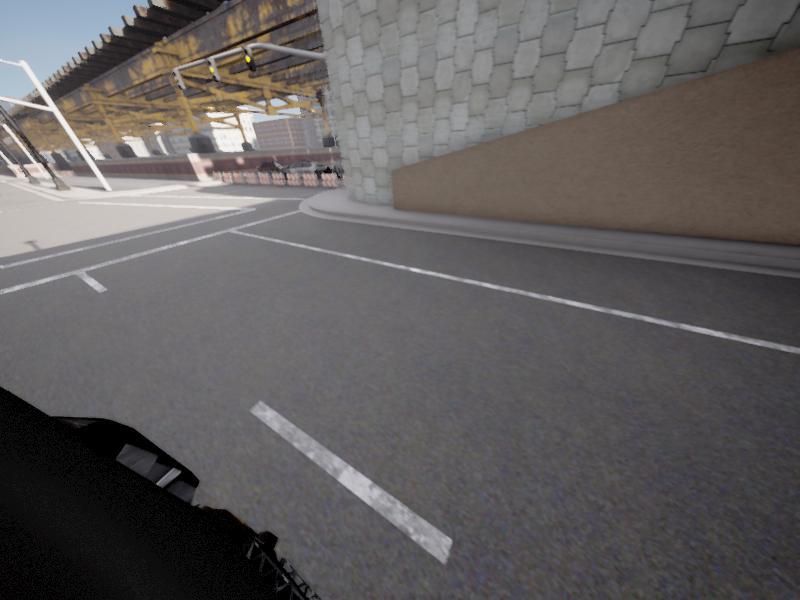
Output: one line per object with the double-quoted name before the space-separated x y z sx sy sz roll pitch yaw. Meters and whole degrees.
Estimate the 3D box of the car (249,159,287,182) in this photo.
"car" -12.796 -12.862 22.850 2.038 1.542 4.974 -11 34 -11

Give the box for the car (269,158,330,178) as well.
"car" -8.820 -11.815 20.672 4.536 1.218 1.853 -5 34 -3

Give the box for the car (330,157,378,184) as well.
"car" -3.881 -10.685 18.860 2.038 1.542 4.974 -20 37 -23

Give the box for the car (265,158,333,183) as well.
"car" -8.865 -11.680 20.757 4.974 1.542 2.038 -5 34 -3

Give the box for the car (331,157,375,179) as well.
"car" -3.914 -10.840 18.811 1.853 1.218 4.536 -20 37 -23

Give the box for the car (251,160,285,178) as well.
"car" -12.817 -13.021 22.805 1.853 1.218 4.536 -11 34 -11

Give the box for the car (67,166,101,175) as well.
"car" -72.532 -29.813 53.129 2.038 1.542 4.974 -11 34 -11
